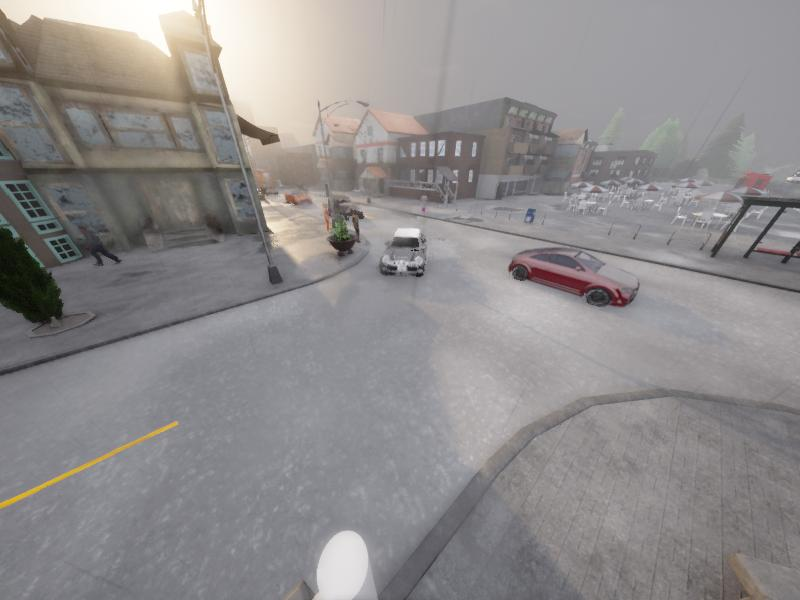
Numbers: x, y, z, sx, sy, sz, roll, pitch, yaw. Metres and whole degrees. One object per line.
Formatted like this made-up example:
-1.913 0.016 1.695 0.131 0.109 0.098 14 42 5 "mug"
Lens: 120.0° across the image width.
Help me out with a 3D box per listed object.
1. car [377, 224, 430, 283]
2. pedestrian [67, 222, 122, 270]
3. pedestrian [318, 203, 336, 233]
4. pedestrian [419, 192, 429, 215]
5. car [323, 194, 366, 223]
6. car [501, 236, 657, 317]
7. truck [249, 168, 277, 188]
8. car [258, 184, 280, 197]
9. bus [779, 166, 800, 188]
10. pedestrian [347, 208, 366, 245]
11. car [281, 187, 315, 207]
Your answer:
0.327 -2.364 10.830 1.970 1.475 3.806 4 30 7 "car"
-13.549 -2.422 10.318 0.751 1.860 0.751 26 39 37 "pedestrian"
-5.016 -5.658 15.897 0.751 1.860 0.751 0 30 1 "pedestrian"
2.290 -9.220 22.065 0.751 1.860 0.751 7 31 11 "pedestrian"
-4.992 -8.263 20.632 1.905 1.878 3.866 -23 37 -34 "car"
6.506 -1.182 8.892 1.994 1.385 4.181 -24 37 -35 "car"
-31.627 -28.081 53.027 2.891 3.827 8.468 -23 37 -34 "truck"
-21.212 -17.801 37.438 1.851 1.617 3.988 -23 37 -34 "car"
90.493 -25.740 48.536 3.944 4.253 10.273 -23 37 -34 "bus"
-2.539 -4.324 13.587 0.751 1.860 0.751 -12 32 -20 "pedestrian"
-12.625 -12.768 28.535 2.097 1.767 4.553 -23 37 -34 "car"
